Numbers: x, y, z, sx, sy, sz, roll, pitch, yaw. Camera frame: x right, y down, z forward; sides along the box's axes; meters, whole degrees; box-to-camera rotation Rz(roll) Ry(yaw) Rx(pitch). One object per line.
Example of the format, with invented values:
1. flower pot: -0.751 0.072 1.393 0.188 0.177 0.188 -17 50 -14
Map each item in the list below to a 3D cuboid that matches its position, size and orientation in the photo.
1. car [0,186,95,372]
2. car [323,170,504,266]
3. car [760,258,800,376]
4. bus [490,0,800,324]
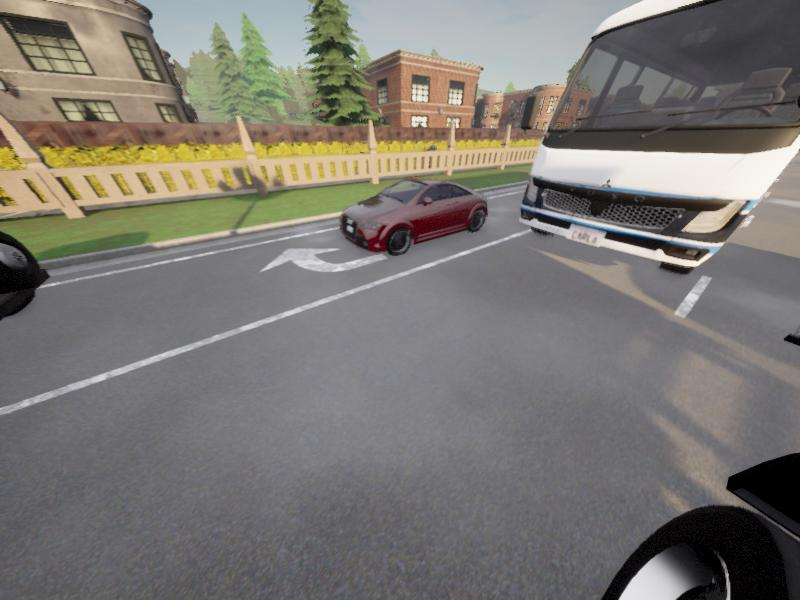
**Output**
1. car: -6.571 0.154 2.108 3.866 1.878 1.905 -22 41 -28
2. car: 0.460 -2.467 6.209 4.181 1.385 1.994 -22 41 -28
3. car: 7.048 -0.145 2.737 4.902 1.511 2.128 -21 40 -26
4. bus: 7.687 -4.024 5.850 10.273 4.253 3.944 -22 41 -28
